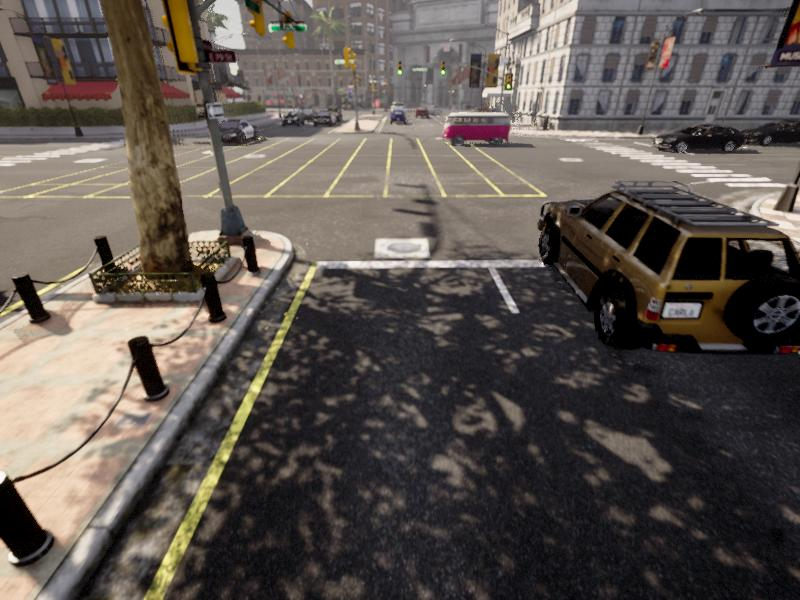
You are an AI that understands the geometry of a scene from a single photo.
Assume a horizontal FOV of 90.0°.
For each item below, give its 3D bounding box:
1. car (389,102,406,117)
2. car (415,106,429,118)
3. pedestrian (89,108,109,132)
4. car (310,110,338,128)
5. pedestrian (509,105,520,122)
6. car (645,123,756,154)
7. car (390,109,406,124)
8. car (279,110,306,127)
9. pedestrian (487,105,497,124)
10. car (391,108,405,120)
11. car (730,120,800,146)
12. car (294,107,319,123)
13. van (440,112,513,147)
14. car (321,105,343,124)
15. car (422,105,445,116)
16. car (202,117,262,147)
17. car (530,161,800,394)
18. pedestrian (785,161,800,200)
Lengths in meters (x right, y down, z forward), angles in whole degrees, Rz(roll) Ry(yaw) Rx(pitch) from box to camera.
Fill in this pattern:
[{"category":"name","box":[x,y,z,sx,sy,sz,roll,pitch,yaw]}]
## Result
[{"category":"car","box":[-0.436,-31.072,65.014,2.150,2.045,5.566,-3,27,-6]},{"category":"car","box":[3.269,-28.061,59.690,1.882,1.535,5.008,1,27,1]},{"category":"pedestrian","box":[-26.166,-15.663,34.778,0.751,1.860,0.751,-7,28,-13]},{"category":"car","box":[-8.213,-19.848,43.682,2.038,1.542,4.974,0,27,0]},{"category":"pedestrian","box":[13.285,-21.689,46.516,0.751,1.860,0.751,-2,27,-3]},{"category":"car","box":[17.684,-9.599,23.720,4.892,1.490,1.837,-2,27,-3]},{"category":"car","box":[-0.240,-22.004,47.979,1.812,1.442,4.674,0,27,0]},{"category":"car","box":[-11.709,-19.895,43.834,1.970,1.475,3.806,0,27,0]},{"category":"pedestrian","box":[10.064,-20.316,43.839,0.751,1.860,0.751,-2,27,-3]},{"category":"car","box":[-0.307,-26.628,57.160,1.895,1.301,4.718,0,27,0]},{"category":"car","box":[25.731,-11.306,27.045,4.892,1.490,1.837,0,27,-1]},{"category":"car","box":[-11.762,-23.541,50.766,1.930,1.638,5.238,0,27,0]},{"category":"van","box":[4.991,-11.410,26.717,4.442,1.987,1.775,0,27,-1]},{"category":"car","box":[-8.251,-22.854,49.151,1.932,1.855,4.605,0,29,0]},{"category":"car","box":[5.637,-32.072,67.611,1.812,1.442,4.674,17,32,29]},{"category":"car","box":[-11.595,-11.828,28.034,2.038,1.542,4.974,0,27,0]},{"category":"car","box":[3.716,-0.827,6.196,1.932,1.855,4.605,1,27,2]},{"category":"pedestrian","box":[12.572,-3.962,11.938,0.751,1.860,0.751,-7,28,-14]}]
